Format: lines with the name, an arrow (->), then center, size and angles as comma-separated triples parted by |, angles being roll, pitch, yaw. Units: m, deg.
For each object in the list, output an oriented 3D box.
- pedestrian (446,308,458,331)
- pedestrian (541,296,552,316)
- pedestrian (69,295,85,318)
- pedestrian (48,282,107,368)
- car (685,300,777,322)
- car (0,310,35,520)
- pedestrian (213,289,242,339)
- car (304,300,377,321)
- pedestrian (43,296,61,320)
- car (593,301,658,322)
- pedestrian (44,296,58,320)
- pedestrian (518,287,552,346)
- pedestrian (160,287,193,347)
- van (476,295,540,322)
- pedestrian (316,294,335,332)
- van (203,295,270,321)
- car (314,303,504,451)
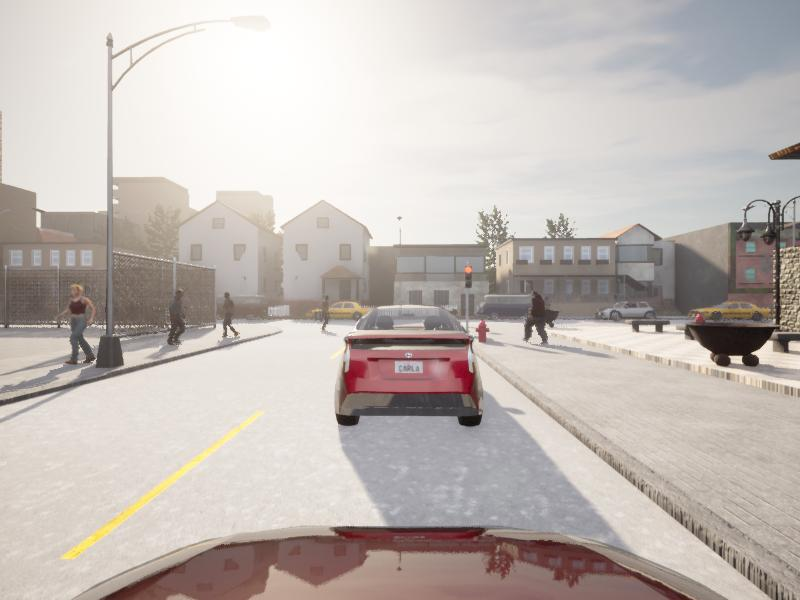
pedestrian -> 2.582, 0.977, 19.924 | 0.500, 1.100, 0.500 | 0, 0, -7
pedestrian -> 13.186, 0.533, 36.019 | 0.751, 1.860, 0.751 | 0, 0, 1
pedestrian -> -26.887, 0.533, 33.337 | 0.751, 1.860, 0.751 | 0, 0, 3
pedestrian -> -7.310, 0.534, 9.090 | 0.751, 1.860, 0.751 | 0, 0, 12
car -> 24.744, 0.801, 30.069 | 5.366, 1.575, 1.801 | 0, 0, 1
car -> -4.006, 0.836, 0.742 | 2.128, 1.511, 4.902 | 0, 0, 1
pedestrian -> -6.676, 0.534, 15.488 | 0.751, 1.860, 0.751 | 0, 0, 40
car -> -4.490, 0.801, 30.715 | 5.366, 1.575, 1.801 | 0, 0, 1
pedestrian -> -27.039, 0.637, 31.107 | 0.751, 1.860, 0.751 | 0, 0, -3
car -> 16.963, 0.853, 30.240 | 3.806, 1.475, 1.970 | 0, 0, 1
pedestrian -> -28.005, 0.637, 32.070 | 0.751, 1.860, 0.751 | 0, 0, 40
pedestrian -> 4.442, 0.525, 13.198 | 0.751, 1.860, 0.751 | 0, 0, -30
pedestrian -> -7.166, 0.534, 12.853 | 0.751, 1.860, 0.751 | 0, 0, -14
van -> 8.144, 0.599, 30.435 | 4.442, 1.987, 1.775 | 0, 0, 1
pedestrian -> -3.731, 0.637, 20.117 | 0.751, 1.860, 0.751 | 0, 0, 4
van -> -12.537, 0.600, 30.760 | 4.442, 1.987, 1.775 | 0, 0, 3
car -> 0.137, 0.828, 6.489 | 2.007, 1.525, 4.514 | 0, 0, 1
